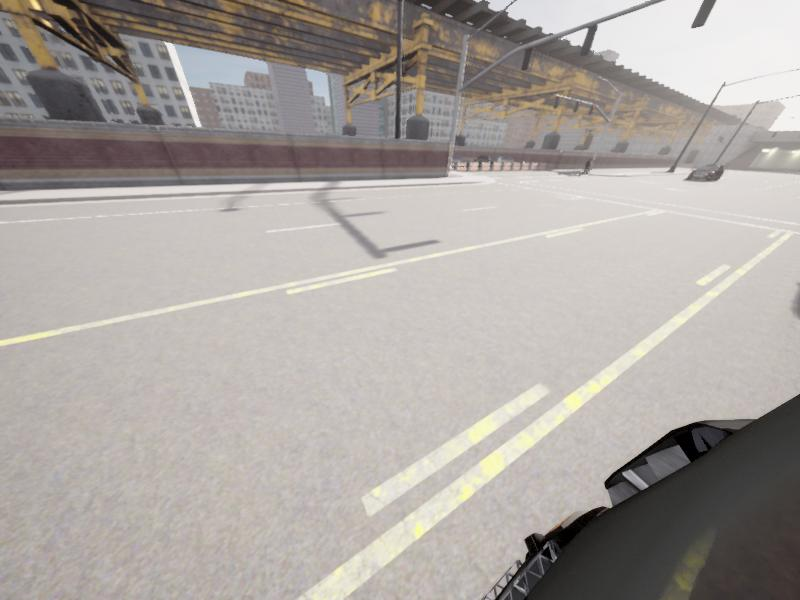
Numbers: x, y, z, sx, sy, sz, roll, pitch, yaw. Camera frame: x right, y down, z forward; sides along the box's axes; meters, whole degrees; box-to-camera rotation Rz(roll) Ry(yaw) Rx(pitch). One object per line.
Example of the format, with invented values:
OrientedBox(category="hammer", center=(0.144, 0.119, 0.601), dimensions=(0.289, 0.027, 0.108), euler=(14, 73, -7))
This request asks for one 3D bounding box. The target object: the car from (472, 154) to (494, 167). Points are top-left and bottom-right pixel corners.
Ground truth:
OrientedBox(category="car", center=(10.815, -18.060, 29.888), dimensions=(1.853, 1.218, 4.536), euler=(16, 36, 19))

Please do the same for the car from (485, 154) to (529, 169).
OrientedBox(category="car", center=(15.086, -19.615, 32.768), dimensions=(4.974, 1.542, 2.038), euler=(1, 34, -2))

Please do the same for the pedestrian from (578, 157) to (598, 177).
OrientedBox(category="pedestrian", center=(20.811, -14.799, 25.626), dimensions=(0.751, 1.860, 0.751), euler=(-3, 34, -8))

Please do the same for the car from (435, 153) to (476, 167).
OrientedBox(category="car", center=(6.728, -16.906, 27.903), dimensions=(4.536, 1.218, 1.853), euler=(10, 34, 11))

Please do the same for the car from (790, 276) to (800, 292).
OrientedBox(category="car", center=(9.951, -0.826, 4.357), dimensions=(3.633, 1.501, 1.845), euler=(-16, 38, -25))

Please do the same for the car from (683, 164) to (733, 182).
OrientedBox(category="car", center=(35.767, -14.806, 26.826), dimensions=(4.856, 1.649, 2.033), euler=(-16, 38, -25))

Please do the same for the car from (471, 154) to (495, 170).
OrientedBox(category="car", center=(10.788, -17.904, 29.935), dimensions=(2.038, 1.542, 4.974), euler=(16, 36, 19))

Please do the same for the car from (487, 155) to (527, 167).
OrientedBox(category="car", center=(15.040, -19.747, 32.679), dimensions=(4.536, 1.218, 1.853), euler=(1, 34, -2))

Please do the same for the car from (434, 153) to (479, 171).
OrientedBox(category="car", center=(6.773, -16.767, 27.981), dimensions=(4.974, 1.542, 2.038), euler=(10, 34, 11))
